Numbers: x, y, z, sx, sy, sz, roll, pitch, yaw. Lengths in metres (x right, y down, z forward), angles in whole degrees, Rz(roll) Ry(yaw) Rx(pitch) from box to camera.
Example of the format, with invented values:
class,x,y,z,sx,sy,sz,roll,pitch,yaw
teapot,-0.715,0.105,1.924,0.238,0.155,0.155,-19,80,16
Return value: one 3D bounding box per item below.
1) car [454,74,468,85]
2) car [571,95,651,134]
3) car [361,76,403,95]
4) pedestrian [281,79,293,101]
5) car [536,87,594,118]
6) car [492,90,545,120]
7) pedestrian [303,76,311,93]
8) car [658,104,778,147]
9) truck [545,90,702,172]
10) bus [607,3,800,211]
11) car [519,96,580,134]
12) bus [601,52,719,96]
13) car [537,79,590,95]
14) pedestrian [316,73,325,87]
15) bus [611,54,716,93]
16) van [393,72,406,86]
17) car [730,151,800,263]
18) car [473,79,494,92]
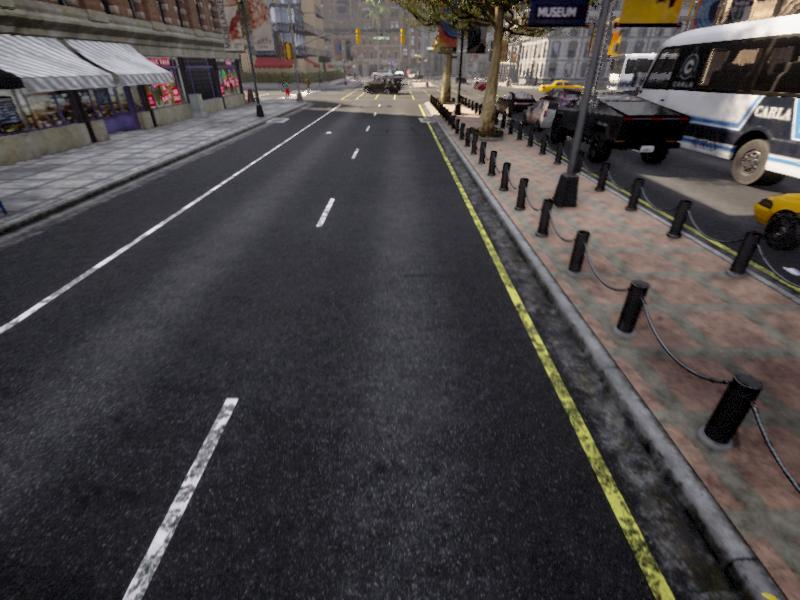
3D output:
class,x,y,z,sx,sy,sz,roll,pitch,yaw
car,11.408,-41.560,75.255,1.930,1.638,5.238,0,30,0
car,11.471,-10.370,22.196,1.837,1.490,4.892,0,30,0
car,-2.193,-26.071,48.599,4.605,1.855,1.932,14,33,21
pedestrian,-11.131,-20.739,39.461,0.751,1.860,0.751,-2,30,-3
car,11.465,-14.034,28.313,2.033,1.649,4.856,0,30,0
car,7.963,-13.393,27.335,2.128,1.511,4.902,0,30,0
pedestrian,-11.670,-27.157,50.414,0.751,1.860,0.751,-5,31,-9
car,14.723,-8.361,18.955,1.895,1.301,4.718,0,30,0
truck,7.978,-6.740,15.404,2.390,2.098,6.274,0,30,0
bus,11.349,-6.329,12.564,3.944,4.253,10.273,0,30,0
car,7.972,-10.095,21.690,1.845,1.501,3.633,0,30,0
bus,30.288,-26.648,47.252,10.273,4.253,3.944,-1,30,0
car,19.512,-25.466,47.864,5.366,1.575,1.801,1,30,2
pedestrian,-12.241,-33.870,61.564,0.751,1.860,0.751,15,34,24
bus,34.689,-30.078,53.104,10.273,4.253,3.944,0,30,0
van,-0.080,-38.703,69.983,2.069,2.038,4.480,0,30,0
car,7.990,-0.850,5.877,1.801,1.575,5.366,0,31,0
car,11.433,-29.569,55.070,1.994,1.385,4.181,0,30,0
